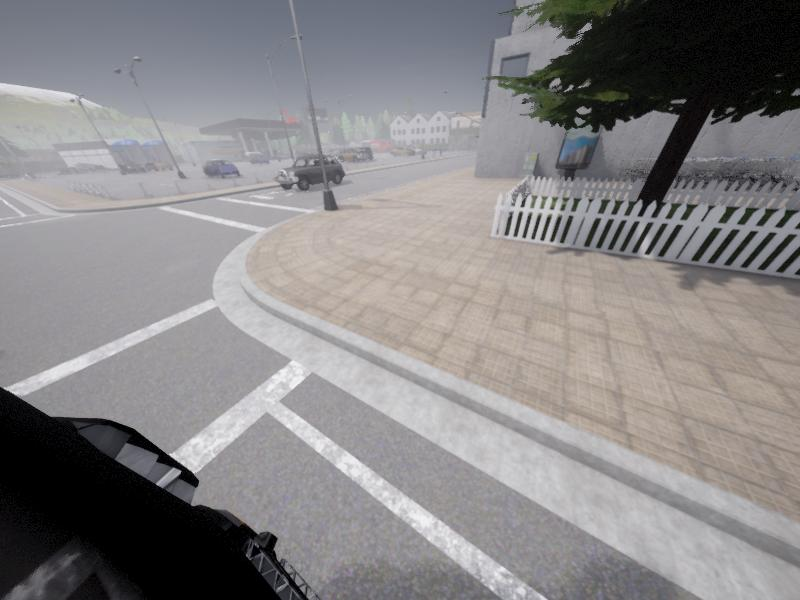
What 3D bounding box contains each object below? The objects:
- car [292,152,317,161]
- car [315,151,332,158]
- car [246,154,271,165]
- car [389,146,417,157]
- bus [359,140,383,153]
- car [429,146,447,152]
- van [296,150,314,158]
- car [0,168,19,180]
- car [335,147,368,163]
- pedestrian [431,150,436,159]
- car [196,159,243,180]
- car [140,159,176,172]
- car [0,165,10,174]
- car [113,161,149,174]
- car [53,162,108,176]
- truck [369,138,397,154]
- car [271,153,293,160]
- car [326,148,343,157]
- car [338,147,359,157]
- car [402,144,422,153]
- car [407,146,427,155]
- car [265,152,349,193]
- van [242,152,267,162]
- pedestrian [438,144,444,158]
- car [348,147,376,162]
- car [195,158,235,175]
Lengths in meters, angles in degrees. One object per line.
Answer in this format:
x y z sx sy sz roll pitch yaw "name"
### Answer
-19.671 -29.612 47.632 4.514 1.523 2.007 17 39 27 "car"
-19.756 -37.710 59.838 3.806 1.475 1.970 17 39 27 "car"
-24.951 -24.715 40.704 3.633 1.501 1.845 17 39 27 "car"
0.603 -29.465 45.836 5.027 1.636 2.152 17 39 27 "car"
-11.708 -63.053 94.912 3.944 4.253 10.273 18 39 27 "bus"
10.659 -42.780 65.507 4.718 1.301 1.895 18 39 27 "car"
-28.139 -43.400 68.685 1.775 1.987 4.442 18 39 27 "van"
-59.387 -18.089 33.384 1.816 1.474 4.193 18 39 27 "car"
-7.288 -21.719 34.684 4.605 1.855 1.932 17 39 27 "car"
5.142 -22.295 35.472 0.500 1.100 0.500 20 40 29 "pedestrian"
-17.149 -12.431 21.957 3.633 1.501 1.845 17 39 27 "car"
-37.694 -20.956 35.940 5.027 1.636 2.152 17 39 27 "car"
-89.013 -27.760 49.599 2.033 1.649 4.856 2 34 7 "car"
-39.295 -19.400 33.736 4.514 1.523 2.007 17 39 27 "car"
-54.584 -22.579 39.634 1.930 1.638 5.238 18 39 27 "car"
-5.268 -48.839 73.317 8.468 3.827 2.891 18 39 27 "truck"
-32.305 -39.392 63.330 2.038 1.542 4.974 18 39 27 "car"
-17.502 -39.410 61.719 3.866 1.878 1.905 17 39 27 "car"
-12.535 -35.685 55.873 4.605 1.855 1.932 17 39 27 "car"
3.593 -45.311 69.086 5.566 2.045 2.150 18 39 27 "car"
3.699 -32.627 50.496 3.806 1.475 1.970 17 39 27 "car"
-5.763 -8.394 15.047 1.932 1.855 4.605 17 39 27 "car"
-36.413 -35.803 57.841 2.069 2.038 4.480 18 39 27 "van"
6.636 -24.088 37.367 0.751 1.860 0.751 16 38 25 "pedestrian"
-6.115 -23.268 36.883 3.866 1.878 1.905 17 39 27 "car"
-21.895 -15.861 27.403 3.806 1.475 1.970 17 39 27 "car"
